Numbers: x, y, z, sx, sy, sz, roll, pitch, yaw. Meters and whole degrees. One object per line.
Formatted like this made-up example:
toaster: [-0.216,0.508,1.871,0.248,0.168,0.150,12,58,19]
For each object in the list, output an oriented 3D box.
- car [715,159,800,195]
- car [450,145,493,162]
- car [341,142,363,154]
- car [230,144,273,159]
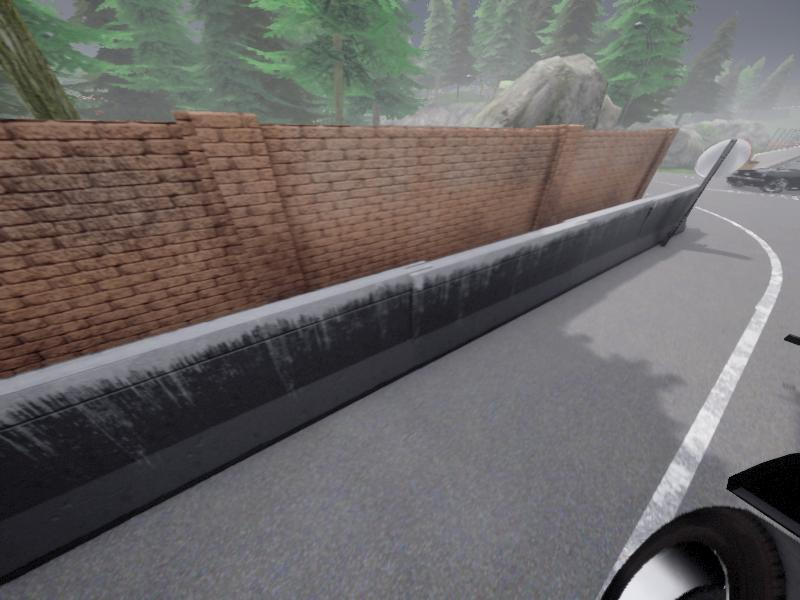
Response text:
car: [19.206,-5.856,10.959,4.718,1.301,1.895,8,36,11]
car: [7.698,-16.042,25.228,1.994,1.385,4.181,-19,39,-25]
car: [-8.704,-27.510,41.720,2.128,1.511,4.902,-20,40,-25]
car: [-21.490,-21.550,33.476,4.856,1.649,2.033,-19,39,-25]
